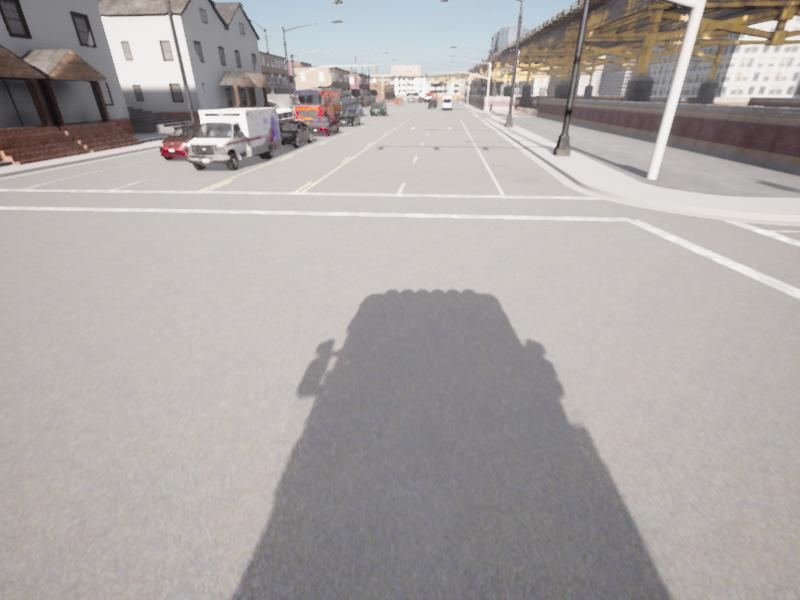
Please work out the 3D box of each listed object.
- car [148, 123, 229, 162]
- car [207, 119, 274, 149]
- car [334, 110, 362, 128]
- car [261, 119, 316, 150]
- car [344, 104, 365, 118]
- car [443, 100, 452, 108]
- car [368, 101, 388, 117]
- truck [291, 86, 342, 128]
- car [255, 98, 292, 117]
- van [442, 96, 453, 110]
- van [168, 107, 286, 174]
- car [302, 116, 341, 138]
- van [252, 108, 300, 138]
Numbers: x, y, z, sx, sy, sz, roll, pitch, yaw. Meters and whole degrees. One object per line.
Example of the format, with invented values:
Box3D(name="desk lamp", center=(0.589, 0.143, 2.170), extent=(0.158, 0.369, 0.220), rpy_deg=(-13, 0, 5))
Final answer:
Box3D(name="car", center=(-11.370, -8.703, 21.924), extent=(1.851, 1.617, 3.988), rpy_deg=(2, 27, 5))
Box3D(name="car", center=(-10.725, -11.480, 27.424), extent=(2.128, 1.511, 4.902), rpy_deg=(2, 27, 5))
Box3D(name="car", center=(-5.434, -19.363, 42.713), extent=(1.837, 1.490, 4.892), rpy_deg=(3, 28, 6))
Box3D(name="car", center=(-7.283, -11.176, 26.812), extent=(1.837, 1.490, 4.892), rpy_deg=(2, 27, 5))
Box3D(name="car", center=(-6.848, -28.878, 60.922), extent=(2.097, 1.767, 4.553), rpy_deg=(2, 27, 5))
Box3D(name="car", center=(11.998, -50.058, 102.084), extent=(2.152, 1.651, 5.027), rpy_deg=(2, 27, 5))
Box3D(name="car", center=(-3.263, -29.294, 61.411), extent=(2.150, 2.045, 5.566), rpy_deg=(2, 27, 5))
Box3D(name="truck", center=(-8.812, -21.080, 43.546), extent=(2.891, 3.827, 8.468), rpy_deg=(2, 27, 5))
Box3D(name="car", center=(-20.617, -31.399, 65.255), extent=(5.357, 1.411, 2.033), rpy_deg=(14, 27, -2))
Box3D(name="van", center=(9.911, -41.186, 83.836), extent=(1.988, 2.561, 5.915), rpy_deg=(2, 26, 5))
Box3D(name="van", center=(-8.081, -8.084, 19.786), extent=(2.351, 2.431, 6.366), rpy_deg=(2, 27, 5))
Box3D(name="car", center=(-6.485, -14.568, 33.540), extent=(1.994, 1.385, 4.181), rpy_deg=(3, 27, 7))
Box3D(name="van", center=(-10.071, -14.644, 32.993), extent=(2.069, 2.038, 4.480), rpy_deg=(2, 27, 5))
